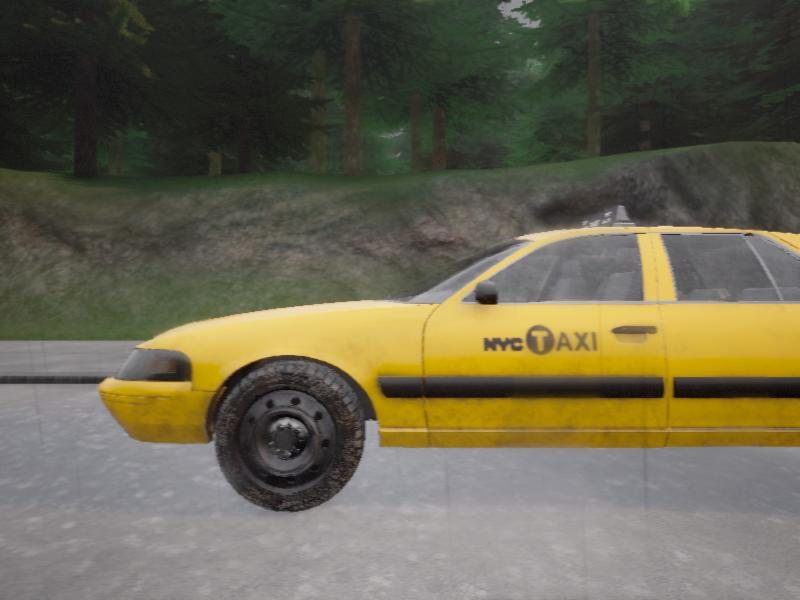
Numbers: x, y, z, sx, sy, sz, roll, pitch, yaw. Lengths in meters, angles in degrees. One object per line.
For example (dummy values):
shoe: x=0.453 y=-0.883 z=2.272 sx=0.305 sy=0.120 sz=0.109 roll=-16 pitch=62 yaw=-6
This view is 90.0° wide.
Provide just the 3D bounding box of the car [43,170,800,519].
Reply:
car: x=1.071 y=0.201 z=2.709 sx=5.366 sy=1.575 sz=1.801 roll=0 pitch=0 yaw=0
